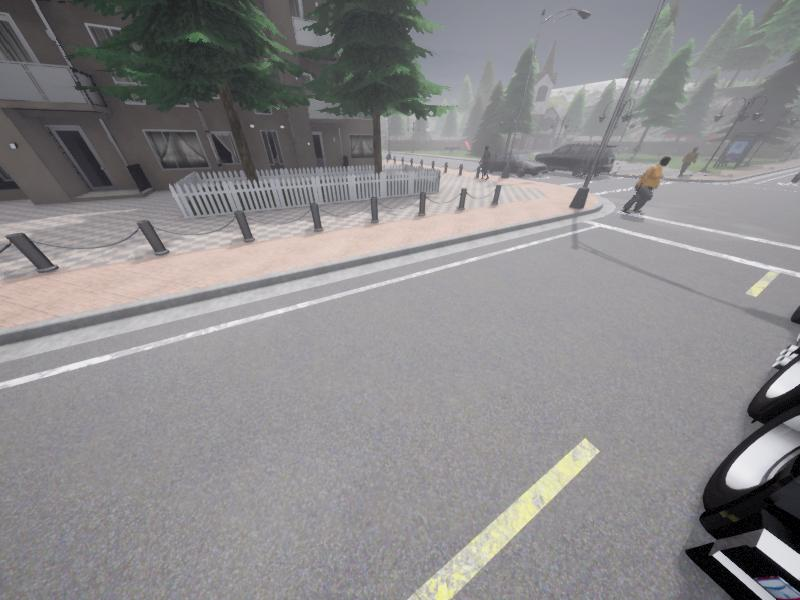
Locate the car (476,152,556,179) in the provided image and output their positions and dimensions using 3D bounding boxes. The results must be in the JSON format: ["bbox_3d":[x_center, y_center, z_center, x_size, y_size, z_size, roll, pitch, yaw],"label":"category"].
[{"bbox_3d":[8.796,-10.721,18.209,2.033,1.411,5.357,-17,38,-23],"label":"car"}]

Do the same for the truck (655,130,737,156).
[{"bbox_3d":[55.748,-29.919,44.014,2.891,3.827,8.468,-17,38,-23],"label":"truck"}]

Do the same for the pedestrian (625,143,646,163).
[{"bbox_3d":[25.822,-16.154,25.360,0.751,1.860,0.751,9,36,12],"label":"pedestrian"}]

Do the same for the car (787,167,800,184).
[{"bbox_3d":[27.952,-8.541,15.108,3.705,1.549,1.789,-17,38,-23],"label":"car"}]

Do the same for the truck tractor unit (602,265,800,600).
[{"bbox_3d":[5.112,-0.300,0.778,6.516,4.208,3.053,-18,39,-24],"label":"truck tractor unit"}]

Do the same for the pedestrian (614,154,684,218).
[{"bbox_3d":[8.552,-3.937,8.031,0.751,1.860,0.751,-16,38,-22],"label":"pedestrian"}]

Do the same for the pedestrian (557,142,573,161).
[{"bbox_3d":[19.979,-17.994,27.959,0.751,1.860,0.751,0,35,0],"label":"pedestrian"}]

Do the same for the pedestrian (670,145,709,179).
[{"bbox_3d":[19.229,-9.177,15.378,0.751,1.860,0.751,-22,40,-28],"label":"pedestrian"}]

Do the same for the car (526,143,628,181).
[{"bbox_3d":[13.055,-10.740,17.698,2.150,2.045,5.566,-16,38,-22],"label":"car"}]

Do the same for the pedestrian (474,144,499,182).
[{"bbox_3d":[5.170,-8.226,13.887,0.751,1.860,0.751,-12,37,-16],"label":"pedestrian"}]
